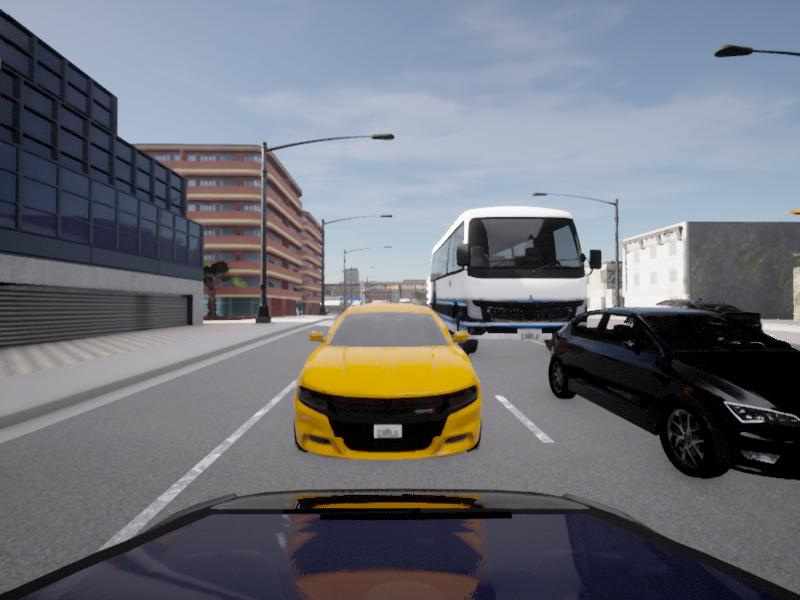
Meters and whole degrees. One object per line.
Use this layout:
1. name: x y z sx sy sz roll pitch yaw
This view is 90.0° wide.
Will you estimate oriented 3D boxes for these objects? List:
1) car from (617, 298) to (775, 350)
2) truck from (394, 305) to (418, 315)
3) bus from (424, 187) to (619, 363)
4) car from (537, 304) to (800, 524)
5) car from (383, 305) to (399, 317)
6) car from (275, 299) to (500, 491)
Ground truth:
1. car: 10.153 0.710 14.379 1.882 1.535 5.008 0 0 -1
2. truck: 1.487 2.363 98.008 5.204 2.467 2.627 0 -1 -22
3. bus: 3.261 -0.649 14.846 3.944 4.253 10.273 0 1 -1
4. car: 3.366 0.831 4.942 1.816 1.474 4.193 0 0 -1
5. car: -1.129 1.361 49.064 1.812 1.442 4.674 0 -2 -1
6. car: -0.158 0.793 5.857 1.882 1.535 5.008 0 1 -1
